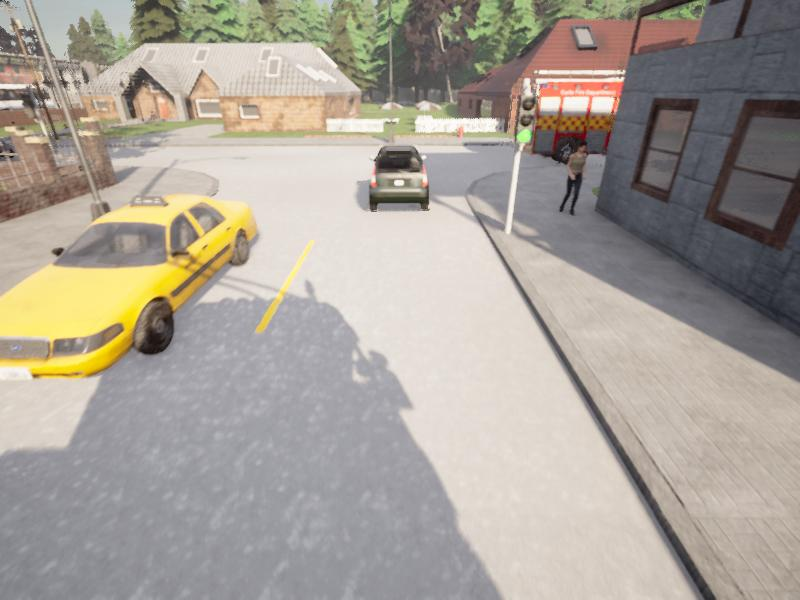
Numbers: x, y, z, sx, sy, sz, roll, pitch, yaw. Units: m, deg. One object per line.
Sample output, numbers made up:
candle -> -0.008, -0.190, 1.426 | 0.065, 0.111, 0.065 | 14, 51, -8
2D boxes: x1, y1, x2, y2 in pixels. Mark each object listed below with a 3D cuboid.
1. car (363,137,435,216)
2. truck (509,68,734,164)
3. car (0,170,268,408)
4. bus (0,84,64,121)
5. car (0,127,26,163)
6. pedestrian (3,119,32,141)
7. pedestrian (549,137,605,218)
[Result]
car -> -0.058, -3.961, 12.371 | 1.851, 1.617, 3.988 | -1, 28, -1
truck -> 10.041, -8.784, 19.157 | 8.468, 3.827, 2.891 | -1, 28, -3
car -> -3.918, -0.779, 6.319 | 1.801, 1.575, 5.366 | 0, 28, 1
bus -> -53.096, -27.457, 55.341 | 3.944, 4.253, 10.273 | 0, 28, 0
car -> -21.017, -7.514, 19.387 | 3.633, 1.501, 1.845 | 0, 28, 0
pedestrian -> -25.770, -11.457, 26.947 | 0.751, 1.300, 0.751 | 5, 28, 11
pedestrian -> 4.413, -3.089, 10.103 | 0.751, 1.860, 0.751 | 0, 28, 1
